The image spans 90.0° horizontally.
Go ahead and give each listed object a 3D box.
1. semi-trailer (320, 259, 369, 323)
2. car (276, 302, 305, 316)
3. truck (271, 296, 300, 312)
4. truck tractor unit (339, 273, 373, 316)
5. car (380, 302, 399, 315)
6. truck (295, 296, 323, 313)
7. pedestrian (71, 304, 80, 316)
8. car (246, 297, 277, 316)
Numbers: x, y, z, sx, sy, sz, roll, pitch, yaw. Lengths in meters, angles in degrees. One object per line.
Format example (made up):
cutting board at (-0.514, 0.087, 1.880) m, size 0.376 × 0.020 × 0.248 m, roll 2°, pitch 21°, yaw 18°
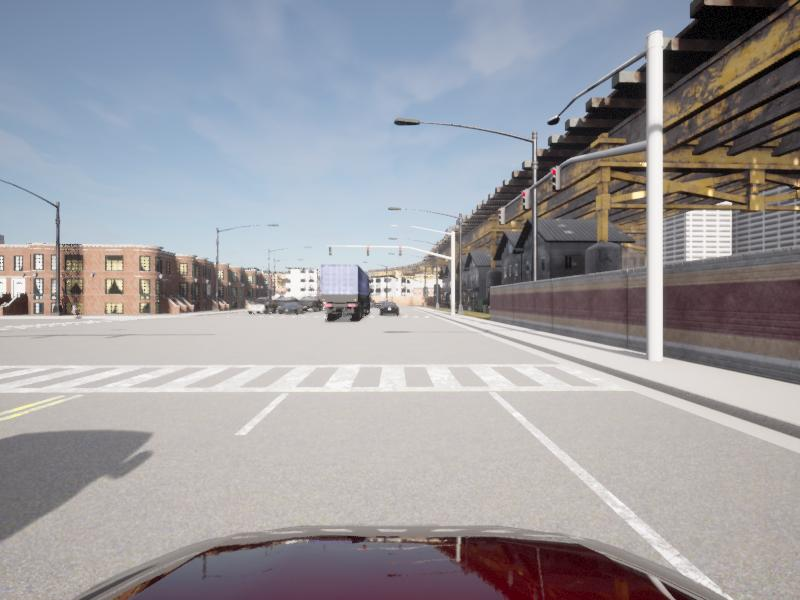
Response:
semi-trailer at (-4.411, -0.621, 34.969) m, size 2.717 × 4.402 × 14.254 m, roll 0°, pitch 0°, yaw -1°
car at (-11.620, 0.907, 42.799) m, size 1.994 × 1.385 × 4.181 m, roll 0°, pitch 0°, yaw -2°
truck at (-15.422, 0.544, 54.324) m, size 2.390 × 2.098 × 6.274 m, roll 0°, pitch 0°, yaw -2°
truck tractor unit at (-4.613, -0.524, 42.884) m, size 3.053 × 4.208 × 6.516 m, roll 0°, pitch 0°, yaw -1°
car at (-1.143, 0.907, 43.743) m, size 1.994 × 1.385 × 4.181 m, roll 0°, pitch 0°, yaw -1°
truck at (-11.883, 0.542, 52.888) m, size 2.390 × 2.098 × 6.274 m, roll 0°, pitch 0°, yaw -1°
pedestrian at (-28.891, 0.865, 35.618) m, size 0.500 × 1.100 × 0.500 m, roll 0°, pitch 0°, yaw -12°
car at (-15.152, 0.644, 43.948) m, size 1.932 × 1.855 × 4.605 m, roll 0°, pitch 2°, yaw -1°
